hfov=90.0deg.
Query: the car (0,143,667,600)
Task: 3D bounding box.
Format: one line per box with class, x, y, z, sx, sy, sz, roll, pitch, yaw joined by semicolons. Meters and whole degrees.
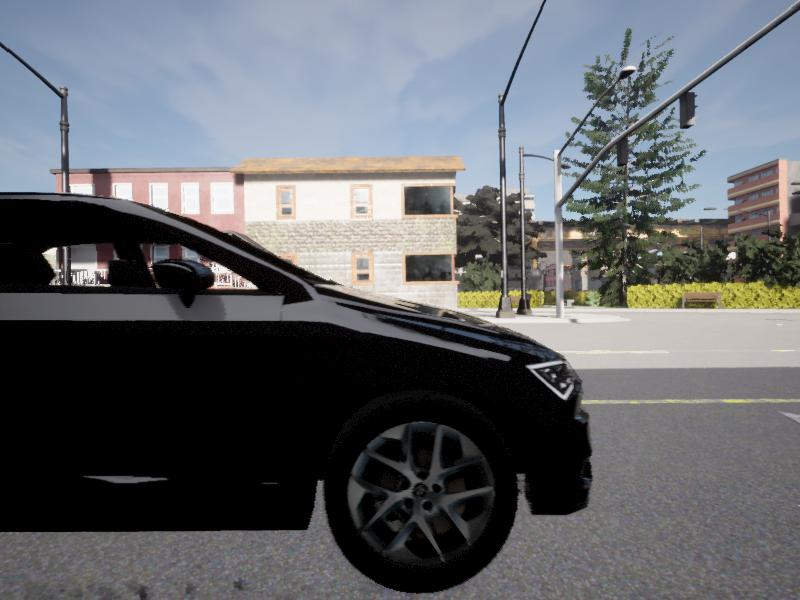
car;-1.260;0.250;2.148;4.193;1.474;1.816;0;0;-1
